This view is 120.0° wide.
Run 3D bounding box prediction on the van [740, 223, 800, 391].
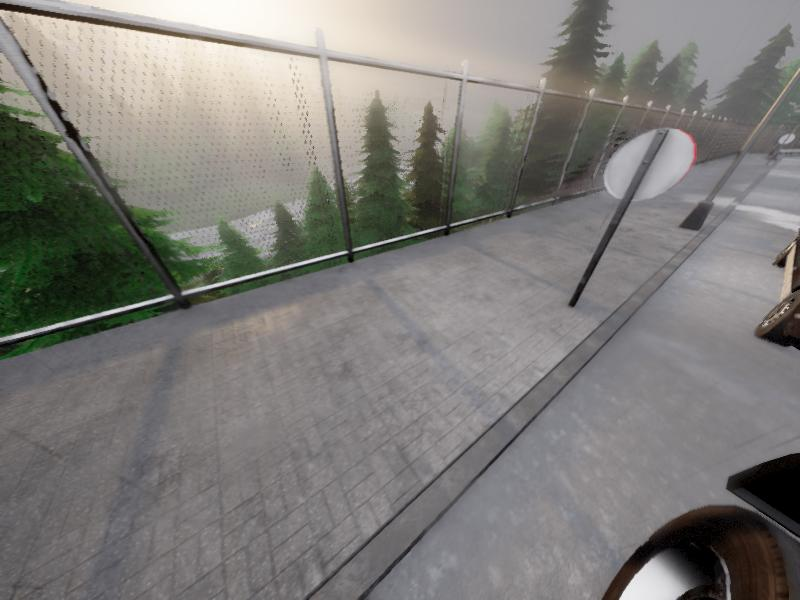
[{"bbox_3d":[7.074,-0.777,2.748,5.915,2.561,1.988,-22,41,-28],"label":"van"}]
